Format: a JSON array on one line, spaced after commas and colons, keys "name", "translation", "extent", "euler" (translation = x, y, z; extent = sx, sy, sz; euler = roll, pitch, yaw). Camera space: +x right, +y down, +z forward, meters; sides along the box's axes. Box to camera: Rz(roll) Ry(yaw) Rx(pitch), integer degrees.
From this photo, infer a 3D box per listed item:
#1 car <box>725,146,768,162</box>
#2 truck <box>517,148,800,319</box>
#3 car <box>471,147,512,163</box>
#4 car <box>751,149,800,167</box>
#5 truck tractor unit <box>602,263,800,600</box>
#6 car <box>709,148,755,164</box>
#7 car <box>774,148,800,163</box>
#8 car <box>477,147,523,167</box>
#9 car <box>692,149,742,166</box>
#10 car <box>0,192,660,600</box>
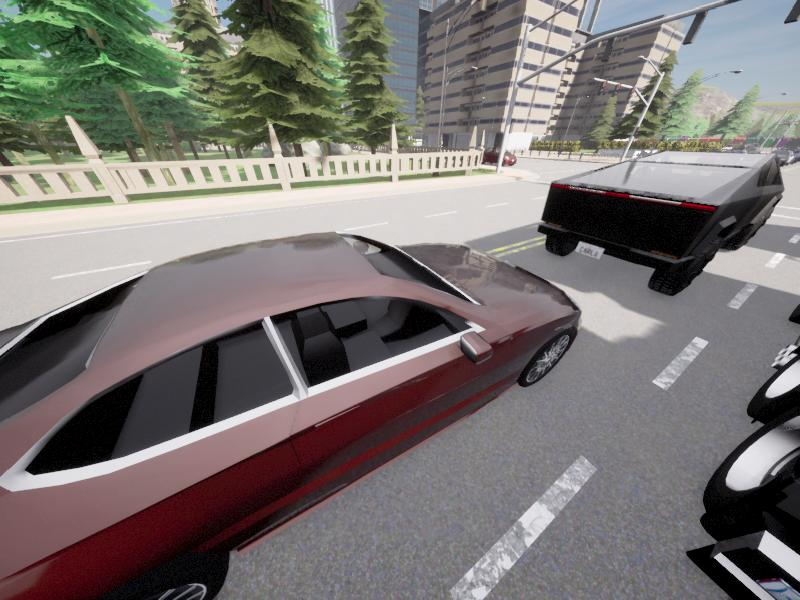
[{"name": "car", "translation": [47.401, -19.981, 31.604], "extent": [4.856, 1.649, 2.033], "euler": [-18, 39, -24]}, {"name": "truck", "translation": [6.008, -2.040, 5.136], "extent": [6.274, 2.098, 2.390], "euler": [-18, 39, -24]}, {"name": "car", "translation": [11.419, -18.381, 29.219], "extent": [1.812, 1.442, 4.674], "euler": [-18, 39, -24]}, {"name": "car", "translation": [42.202, -15.936, 25.843], "extent": [4.974, 1.542, 2.038], "euler": [-18, 39, -24]}, {"name": "truck tractor unit", "translation": [5.108, -0.303, 0.786], "extent": [6.516, 4.208, 3.053], "euler": [-18, 39, -24]}, {"name": "car", "translation": [41.375, -17.975, 28.765], "extent": [4.974, 1.542, 2.038], "euler": [-18, 39, -24]}, {"name": "car", "translation": [53.768, -19.705, 31.353], "extent": [4.902, 1.511, 2.128], "euler": [-18, 39, -24]}, {"name": "car", "translation": [10.494, -15.293, 24.634], "extent": [1.851, 1.617, 3.988], "euler": [-17, 38, -23]}, {"name": "car", "translation": [35.943, -16.241, 26.241], "extent": [4.514, 1.525, 2.007], "euler": [-17, 38, -23]}, {"name": "car", "translation": [-0.491, 0.277, 2.178], "extent": [5.027, 1.651, 2.152], "euler": [-18, 39, -24]}]
